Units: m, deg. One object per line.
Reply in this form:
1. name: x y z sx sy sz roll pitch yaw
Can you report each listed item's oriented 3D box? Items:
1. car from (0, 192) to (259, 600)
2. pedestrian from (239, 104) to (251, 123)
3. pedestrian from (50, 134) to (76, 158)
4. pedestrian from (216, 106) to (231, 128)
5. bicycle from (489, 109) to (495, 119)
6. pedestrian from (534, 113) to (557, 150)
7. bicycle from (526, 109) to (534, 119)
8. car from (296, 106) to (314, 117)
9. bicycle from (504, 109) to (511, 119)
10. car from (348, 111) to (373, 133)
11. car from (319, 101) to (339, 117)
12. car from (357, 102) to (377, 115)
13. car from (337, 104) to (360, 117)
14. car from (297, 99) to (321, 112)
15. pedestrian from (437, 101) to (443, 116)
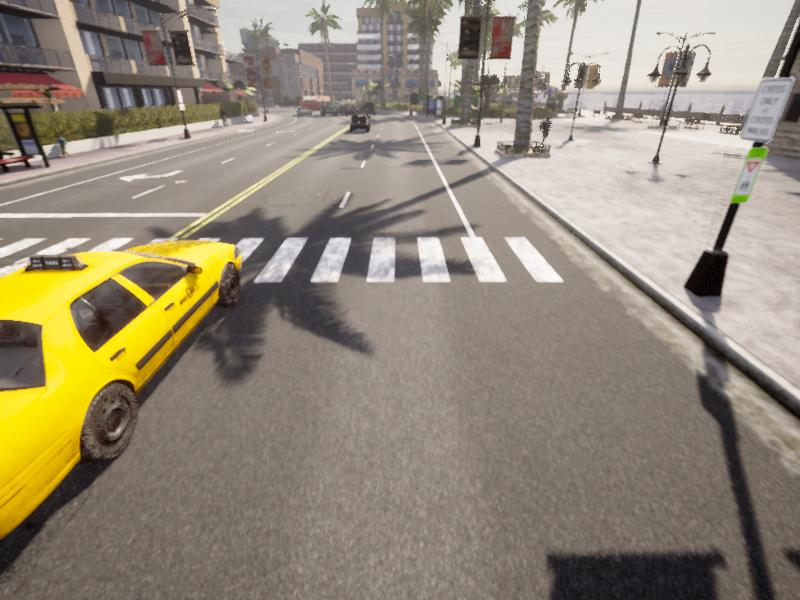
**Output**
1. car: -3.510 0.121 4.657 1.801 1.575 5.366 0 27 0
2. pedestrian: -17.134 -20.679 44.359 0.751 1.860 0.751 -1 27 -2
3. pedestrian: -16.869 -7.724 20.057 0.500 1.100 0.500 1 27 3
4. pedestrian: -16.625 -17.245 37.696 0.751 1.860 0.751 1 27 1
5. bicycle: 12.060 -24.403 52.485 0.373 1.024 1.643 0 27 -1
6. pedestrian: 8.277 -9.580 22.752 0.751 1.860 0.751 0 27 -1
7. bicycle: 17.089 -24.438 52.537 0.373 1.024 1.643 0 27 -1
8. car: -14.562 -28.691 60.883 1.895 1.301 4.718 -10 29 -18
9. bicycle: 14.072 -24.417 52.506 0.373 1.024 1.643 0 27 -1
10. car: -3.543 -16.206 36.302 1.851 1.617 3.988 0 27 0
11. car: -10.689 -28.748 60.183 2.150 2.045 5.566 -8 28 -14
12. car: -5.459 -31.467 65.625 1.905 1.878 3.866 -12 29 -21
13. car: -8.123 -30.053 63.256 2.242 1.667 4.611 -12 29 -21
14. car: -18.096 -38.652 79.418 2.150 2.045 5.566 -21 34 -35
15. pedestrian: 5.829 -27.943 58.381 0.751 1.860 0.751 -3 27 -6
